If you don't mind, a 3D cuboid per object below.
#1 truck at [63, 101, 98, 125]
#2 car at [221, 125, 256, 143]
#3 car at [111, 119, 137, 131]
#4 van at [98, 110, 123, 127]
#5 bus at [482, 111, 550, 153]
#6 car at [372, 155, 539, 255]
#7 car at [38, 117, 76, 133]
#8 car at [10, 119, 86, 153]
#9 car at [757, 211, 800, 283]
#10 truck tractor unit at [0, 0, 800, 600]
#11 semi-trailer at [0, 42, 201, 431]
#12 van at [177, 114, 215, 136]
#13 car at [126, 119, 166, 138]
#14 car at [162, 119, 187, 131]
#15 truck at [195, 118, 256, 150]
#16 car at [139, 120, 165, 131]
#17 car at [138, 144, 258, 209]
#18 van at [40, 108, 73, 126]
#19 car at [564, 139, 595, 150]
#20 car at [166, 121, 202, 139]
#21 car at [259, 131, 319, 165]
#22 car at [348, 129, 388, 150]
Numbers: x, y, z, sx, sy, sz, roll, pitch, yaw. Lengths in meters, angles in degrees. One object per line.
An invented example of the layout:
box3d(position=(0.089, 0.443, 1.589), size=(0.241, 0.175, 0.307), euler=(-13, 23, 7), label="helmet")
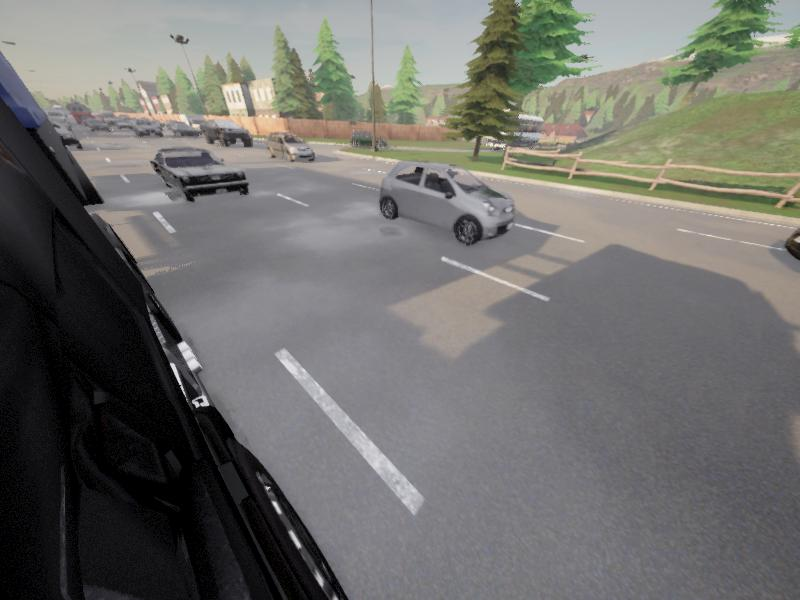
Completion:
box3d(position=(-70.808, -41.421, 51.214), size=(8.468, 3.827, 2.891), euler=(29, 44, 31), label="truck")
box3d(position=(-19.454, -20.006, 27.789), size=(3.988, 1.617, 1.851), euler=(29, 44, 31), label="car")
box3d(position=(-47.020, -29.832, 39.308), size=(5.357, 1.411, 2.033), euler=(29, 44, 31), label="car")
box3d(position=(-60.276, -37.782, 48.079), size=(5.915, 2.561, 1.988), euler=(29, 44, 31), label="van")
box3d(position=(16.776, -23.980, 33.234), size=(10.273, 4.253, 3.944), euler=(-28, 48, -34), label="bus")
box3d(position=(1.204, -2.737, 6.121), size=(3.633, 1.501, 1.845), euler=(29, 44, 31), label="car")
box3d(position=(-43.173, -22.096, 29.149), size=(4.792, 1.488, 2.163), euler=(29, 44, 31), label="car")
box3d(position=(-24.330, -11.545, 16.157), size=(5.027, 1.651, 2.152), euler=(29, 44, 31), label="car")
box3d(position=(10.373, -0.383, 3.562), size=(5.008, 1.535, 1.882), euler=(29, 44, 31), label="car")
box3d(position=(-2.645, -0.295, 0.351), size=(6.516, 4.208, 3.053), euler=(28, 44, 30), label="truck tractor unit")
box3d(position=(-8.689, -3.612, 4.235), size=(14.254, 4.402, 2.717), euler=(28, 44, 30), label="semi-trailer")
box3d(position=(-31.827, -27.309, 36.059), size=(6.366, 2.431, 2.351), euler=(29, 44, 31), label="van")
box3d(position=(-30.952, -20.900, 28.185), size=(4.611, 1.667, 2.242), euler=(29, 44, 31), label="car")
box3d(position=(-42.890, -33.217, 43.892), size=(5.238, 1.638, 1.930), euler=(29, 44, 31), label="car")
box3d(position=(-16.680, -15.843, 21.996), size=(6.274, 2.098, 2.390), euler=(29, 44, 31), label="truck")
box3d(position=(-44.224, -31.062, 41.132), size=(5.357, 1.411, 2.033), euler=(29, 44, 31), label="car")
box3d(position=(-7.319, -4.637, 8.301), size=(4.718, 1.301, 1.895), euler=(29, 44, 31), label="car")
box3d(position=(-62.324, -33.270, 42.039), size=(6.366, 2.431, 2.351), euler=(29, 44, 31), label="van")
box3d(position=(37.389, -32.553, 48.232), size=(4.611, 1.667, 2.242), euler=(30, 44, 31), label="car")
box3d(position=(-27.982, -22.019, 29.897), size=(5.238, 1.638, 1.930), euler=(29, 44, 31), label="car")
box3d(position=(-7.635, -10.548, 15.918), size=(3.988, 1.617, 1.851), euler=(29, 44, 31), label="car")
box3d(position=(-3.703, -19.225, 27.609), size=(4.553, 1.767, 2.097), euler=(1, 37, -2), label="car")
